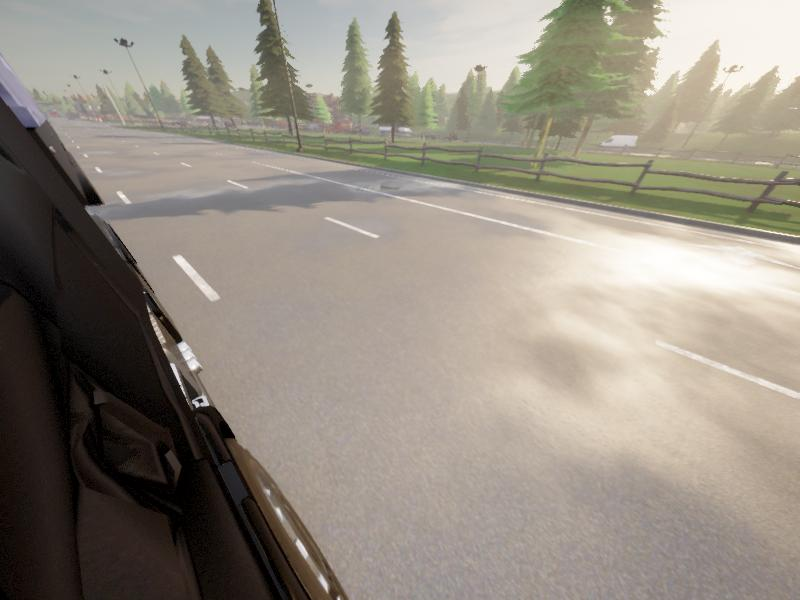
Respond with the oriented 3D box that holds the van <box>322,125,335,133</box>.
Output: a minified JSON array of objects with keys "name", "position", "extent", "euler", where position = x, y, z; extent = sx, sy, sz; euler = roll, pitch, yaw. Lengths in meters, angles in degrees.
[{"name":"van","position":[-24.529,-58.752,79.432],"extent":[4.442,1.987,1.775],"euler":[28,44,30]}]

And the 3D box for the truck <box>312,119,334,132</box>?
[{"name":"truck","position":[-28.388,-64.313,85.125],"extent":[8.468,3.827,2.891],"euler":[28,44,30]}]

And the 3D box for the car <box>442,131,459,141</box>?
[{"name":"car","position":[13.518,-43.849,61.801],"extent":[3.866,1.878,1.905],"euler":[28,44,30]}]

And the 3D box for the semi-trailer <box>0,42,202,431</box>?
[{"name":"semi-trailer","position":[-8.698,-3.590,4.249],"extent":[14.254,4.402,2.717],"euler":[28,44,30]}]

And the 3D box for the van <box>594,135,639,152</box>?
[{"name":"van","position":[42.960,-31.148,45.915],"extent":[5.915,2.561,1.988],"euler":[28,44,30]}]

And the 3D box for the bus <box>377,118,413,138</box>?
[{"name":"bus","position":[-1.694,-50.126,67.315],"extent":[10.273,4.253,3.944],"euler":[28,44,30]}]

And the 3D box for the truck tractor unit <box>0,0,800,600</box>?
[{"name":"truck tractor unit","position":[-2.645,-0.295,0.352],"extent":[6.516,4.208,3.053],"euler":[28,44,30]}]

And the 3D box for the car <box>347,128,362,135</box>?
[{"name":"car","position":[-14.308,-53.092,72.850],"extent":[4.892,1.490,1.837],"euler":[28,44,30]}]

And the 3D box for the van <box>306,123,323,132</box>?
[{"name":"van","position":[-30.821,-62.300,83.444],"extent":[6.366,2.431,2.351],"euler":[28,44,30]}]

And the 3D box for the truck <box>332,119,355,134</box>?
[{"name":"truck","position":[-19.378,-59.499,79.200],"extent":[8.468,3.827,2.891],"euler":[28,44,30]}]
